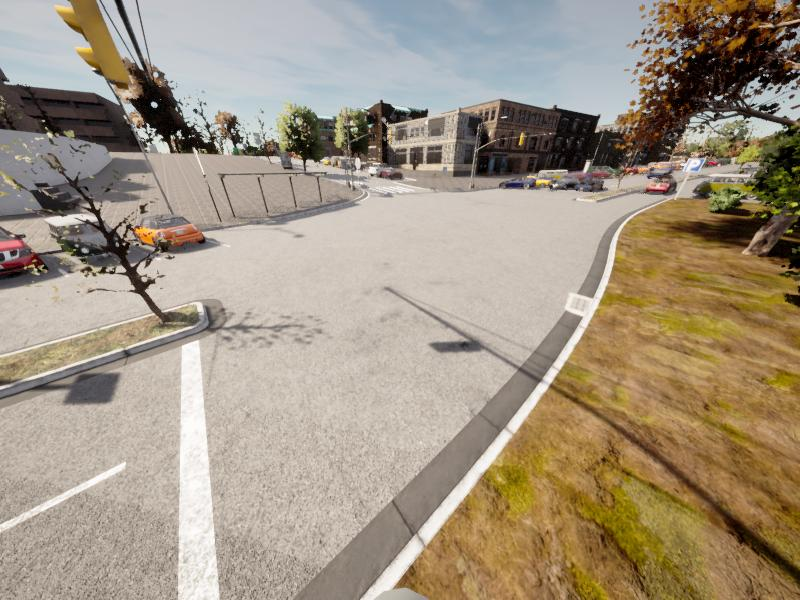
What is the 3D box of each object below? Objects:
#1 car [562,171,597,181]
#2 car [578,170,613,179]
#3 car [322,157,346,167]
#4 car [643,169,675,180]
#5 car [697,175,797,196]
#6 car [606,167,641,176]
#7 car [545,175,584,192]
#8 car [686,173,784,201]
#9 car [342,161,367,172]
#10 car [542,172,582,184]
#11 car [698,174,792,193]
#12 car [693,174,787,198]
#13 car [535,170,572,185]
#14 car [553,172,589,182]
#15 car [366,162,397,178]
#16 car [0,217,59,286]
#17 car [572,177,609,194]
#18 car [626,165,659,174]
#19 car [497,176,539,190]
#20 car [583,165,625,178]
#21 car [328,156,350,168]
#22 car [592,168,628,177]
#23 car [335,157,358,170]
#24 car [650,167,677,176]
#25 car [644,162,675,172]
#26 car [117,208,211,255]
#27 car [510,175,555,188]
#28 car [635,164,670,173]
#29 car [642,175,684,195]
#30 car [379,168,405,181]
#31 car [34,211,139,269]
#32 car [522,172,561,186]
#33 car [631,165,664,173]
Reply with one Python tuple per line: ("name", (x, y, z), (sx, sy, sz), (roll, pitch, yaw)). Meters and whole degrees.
("car", (31.680, -21.906, 40.851), (4.674, 1.452, 2.002), (19, 36, 32))
("car", (36.781, -23.674, 43.552), (4.674, 1.452, 2.002), (20, 37, 33))
("car", (-14.577, -30.665, 51.280), (1.946, 1.575, 5.366), (21, 37, 23))
("car", (44.632, -21.665, 39.780), (4.792, 1.488, 2.163), (-19, 35, -26))
("car", (35.730, -12.037, 24.127), (5.366, 1.575, 1.946), (21, 37, 31))
("car", (47.102, -27.159, 48.787), (5.008, 1.535, 2.097), (21, 38, 34))
("car", (21.631, -15.336, 30.335), (4.902, 1.511, 2.128), (-21, 36, -28))
("car", (30.571, -10.506, 21.390), (4.442, 1.987, 1.878), (20, 38, 31))
("car", (-8.914, -26.385, 45.522), (2.231, 1.521, 4.892), (21, 37, 23))
("car", (26.611, -20.140, 38.075), (4.892, 1.521, 2.231), (19, 36, 32))
("car", (37.900, -13.039, 25.682), (5.366, 1.575, 1.946), (21, 38, 31))
("car", (33.092, -11.306, 22.797), (4.553, 1.767, 2.185), (20, 37, 31))
("car", (24.186, -19.390, 36.497), (4.442, 1.987, 1.878), (19, 36, 31))
("car", (29.144, -21.005, 39.471), (4.674, 1.452, 2.002), (19, 37, 32))
("car", (-3.124, -22.424, 39.795), (2.435, 2.045, 5.566), (21, 37, 23))
("car", (-18.453, -2.226, 10.271), (5.566, 2.045, 2.435), (15, 34, 27))
("car", (23.118, -14.009, 28.074), (4.193, 1.474, 1.816), (-21, 36, -28))
("car", (54.944, -29.664, 52.587), (4.892, 1.521, 2.231), (22, 38, 35))
("car", (16.543, -16.502, 32.563), (4.792, 1.488, 2.163), (18, 36, 31))
("car", (39.365, -24.796, 44.732), (5.566, 2.045, 2.435), (20, 37, 33))
("car", (-12.791, -29.317, 49.059), (1.878, 1.987, 4.442), (21, 37, 23))
("car", (41.921, -25.455, 46.197), (5.008, 1.535, 2.097), (20, 37, 33))
("car", (-10.866, -27.919, 47.185), (1.878, 1.987, 4.442), (21, 37, 23))
("car", (54.570, -26.686, 47.738), (5.357, 1.411, 2.033), (-18, 34, -25))
("car", (62.903, -32.281, 56.119), (4.442, 1.987, 1.878), (22, 38, 35))
("car", (-13.789, -4.164, 13.541), (4.553, 1.767, 2.185), (15, 35, 27))
("car", (19.246, -17.332, 33.735), (5.366, 1.575, 1.946), (18, 36, 31))
("car", (60.044, -31.365, 55.174), (5.366, 1.575, 1.946), (22, 38, 35))
("car", (29.044, -12.702, 25.487), (3.988, 1.617, 1.851), (-20, 36, -28))
("car", (-1.231, -20.775, 38.067), (2.002, 1.452, 4.674), (21, 37, 23))
("car", (-16.054, -3.211, 11.856), (4.442, 1.987, 1.878), (15, 34, 27))
("car", (21.562, -18.424, 35.211), (4.553, 1.767, 2.185), (19, 36, 31))
("car", (57.558, -30.497, 53.847), (5.008, 1.535, 2.097), (22, 37, 35))
